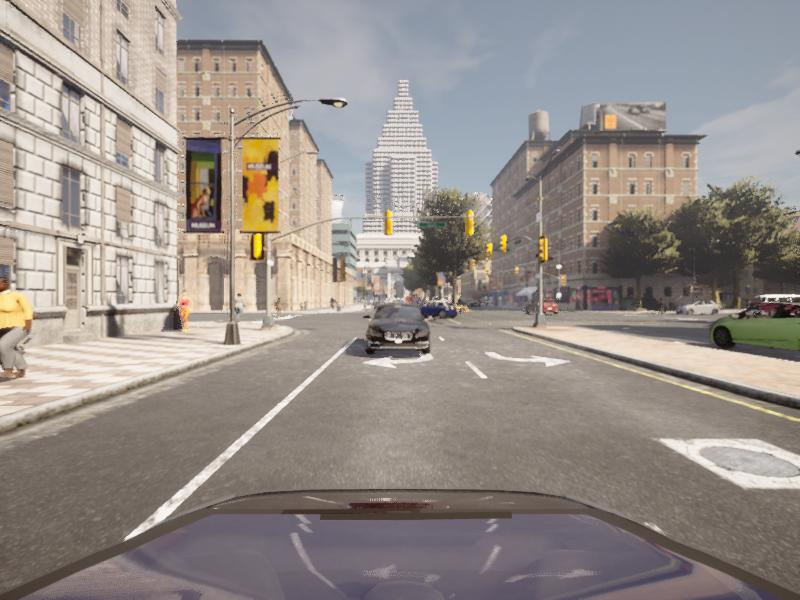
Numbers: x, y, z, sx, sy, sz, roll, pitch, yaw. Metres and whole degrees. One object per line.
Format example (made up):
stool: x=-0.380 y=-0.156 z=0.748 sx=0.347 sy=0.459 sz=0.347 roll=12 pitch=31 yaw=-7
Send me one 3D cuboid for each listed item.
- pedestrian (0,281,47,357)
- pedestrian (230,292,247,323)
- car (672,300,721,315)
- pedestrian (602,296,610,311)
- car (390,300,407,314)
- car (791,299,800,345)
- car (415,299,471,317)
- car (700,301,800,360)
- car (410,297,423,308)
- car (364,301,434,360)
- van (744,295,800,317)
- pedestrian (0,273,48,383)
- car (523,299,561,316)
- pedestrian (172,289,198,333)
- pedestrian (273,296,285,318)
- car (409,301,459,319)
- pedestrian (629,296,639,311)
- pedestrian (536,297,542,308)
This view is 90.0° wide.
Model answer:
pedestrian: x=-9.715 y=0.469 z=10.204 sx=0.751 sy=1.860 sz=0.751 roll=0 pitch=0 yaw=-2
pedestrian: x=-10.016 y=0.447 z=24.769 sx=0.751 sy=1.860 sz=0.751 roll=0 pitch=0 yaw=-1
car: x=30.436 y=0.765 z=41.109 sx=3.633 sy=1.501 sz=1.845 roll=0 pitch=0 yaw=-1
pedestrian: x=26.122 y=0.409 z=50.779 sx=0.751 sy=1.860 sz=0.751 roll=0 pitch=0 yaw=39
car: x=-0.185 y=0.755 z=45.136 sx=1.882 sy=1.535 sz=5.008 roll=0 pitch=0 yaw=0
car: x=14.949 y=0.769 z=12.328 sx=1.851 sy=1.617 sz=3.988 roll=0 pitch=0 yaw=0
car: x=4.261 y=0.743 z=38.912 sx=5.366 sy=1.575 sz=1.801 roll=0 pitch=0 yaw=-29
car: x=11.442 y=0.810 z=11.647 sx=2.007 sy=1.525 sz=4.514 roll=0 pitch=0 yaw=0
car: x=3.178 y=0.456 z=78.042 sx=2.150 sy=2.045 sz=5.566 roll=0 pitch=0 yaw=0
car: x=-0.063 y=0.823 z=12.998 sx=1.837 sy=1.490 sz=4.892 roll=0 pitch=0 yaw=-1
van: x=35.520 y=0.514 z=37.656 sx=4.480 sy=2.038 sz=2.069 roll=0 pitch=0 yaw=0
pedestrian: x=-6.939 y=0.473 z=7.091 sx=0.751 sy=1.860 sz=0.751 roll=0 pitch=0 yaw=-3
car: x=14.824 y=0.717 z=42.080 sx=2.152 sy=1.651 sz=5.027 roll=0 pitch=0 yaw=0
pedestrian: x=-9.152 y=0.459 z=17.046 sx=0.751 sy=1.860 sz=0.751 roll=0 pitch=0 yaw=-5
pedestrian: x=-10.125 y=0.587 z=33.518 sx=0.751 sy=1.860 sz=0.751 roll=0 pitch=0 yaw=3
car: x=2.854 y=0.802 z=33.876 sx=3.806 sy=1.475 sz=1.970 roll=0 pitch=0 yaw=36
pedestrian: x=29.016 y=0.411 z=49.671 sx=0.751 sy=1.860 sz=0.751 roll=0 pitch=0 yaw=-8
pedestrian: x=22.503 y=0.388 z=64.883 sx=0.751 sy=1.860 sz=0.751 roll=0 pitch=0 yaw=1
